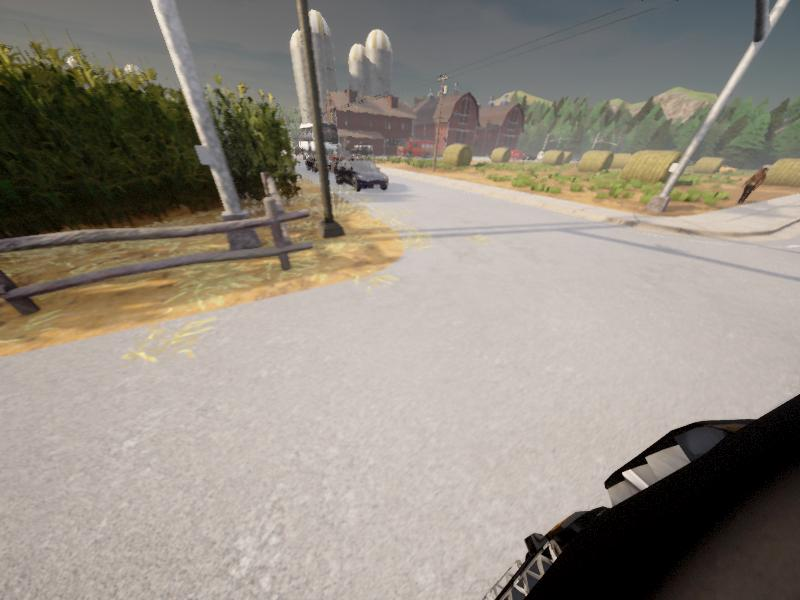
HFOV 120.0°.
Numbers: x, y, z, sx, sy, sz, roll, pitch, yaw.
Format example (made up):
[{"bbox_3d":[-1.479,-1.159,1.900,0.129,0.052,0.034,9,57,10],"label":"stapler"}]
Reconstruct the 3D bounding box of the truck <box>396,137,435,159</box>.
[{"bbox_3d":[3.613,-35.337,53.852,8.468,3.827,2.891,-17,38,-27],"label":"truck"}]

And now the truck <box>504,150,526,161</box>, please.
[{"bbox_3d":[33.142,-41.448,66.354,5.204,2.467,2.627,-17,38,-27],"label":"truck"}]

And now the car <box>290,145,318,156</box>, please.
[{"bbox_3d":[-19.037,-29.629,45.800,4.892,1.490,1.837,12,38,15],"label":"car"}]

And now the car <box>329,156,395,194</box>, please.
[{"bbox_3d":[-2.409,-7.660,13.951,2.163,1.488,4.792,-16,38,-26],"label":"car"}]

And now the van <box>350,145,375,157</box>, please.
[{"bbox_3d":[-7.832,-31.151,48.339,4.480,2.038,2.069,-18,39,-25],"label":"van"}]

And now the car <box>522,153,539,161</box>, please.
[{"bbox_3d":[39.310,-43.075,69.773,4.605,1.855,1.932,-17,38,-27],"label":"car"}]

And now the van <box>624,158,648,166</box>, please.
[{"bbox_3d":[74.157,-43.349,72.592,1.775,1.987,4.442,-16,38,-26],"label":"van"}]

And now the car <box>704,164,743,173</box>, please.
[{"bbox_3d":[80.692,-32.851,57.659,1.801,1.575,5.366,-16,38,-26],"label":"car"}]

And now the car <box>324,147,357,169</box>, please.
[{"bbox_3d":[-6.630,-15.793,25.608,2.097,1.767,4.553,-16,38,-26],"label":"car"}]

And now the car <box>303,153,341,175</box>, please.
[{"bbox_3d":[-6.951,-12.084,20.389,1.994,1.385,4.181,-16,38,-26],"label":"car"}]

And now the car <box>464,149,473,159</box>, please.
[{"bbox_3d":[19.932,-42.301,66.946,1.905,1.878,3.866,16,37,9],"label":"car"}]

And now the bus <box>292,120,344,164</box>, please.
[{"bbox_3d":[-11.315,-21.375,31.455,3.944,4.253,10.273,-16,38,-25],"label":"bus"}]

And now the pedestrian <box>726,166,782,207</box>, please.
[{"bbox_3d":[18.628,-6.014,12.232,0.751,1.860,0.751,-25,42,-35],"label":"pedestrian"}]
